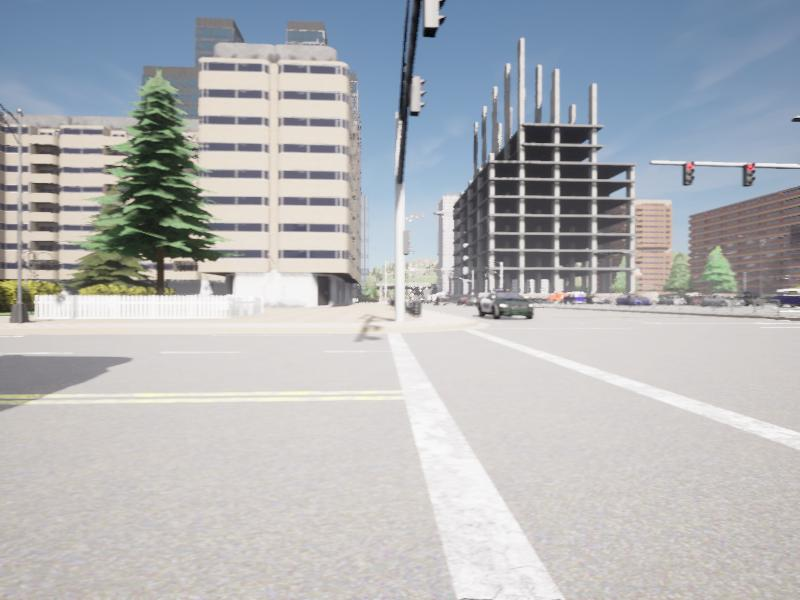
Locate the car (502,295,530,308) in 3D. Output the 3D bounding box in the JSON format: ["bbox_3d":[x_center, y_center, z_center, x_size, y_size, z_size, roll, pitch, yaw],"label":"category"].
[{"bbox_3d":[14.588,0.181,50.699,1.882,1.535,5.008,0,0,-3],"label":"car"}]

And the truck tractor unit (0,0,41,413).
[{"bbox_3d":[-6.538,-1.139,2.039,6.516,4.208,3.053,0,0,-3],"label":"truck tractor unit"}]

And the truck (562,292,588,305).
[{"bbox_3d":[28.021,-0.236,64.236,2.069,2.038,4.478,0,0,-3],"label":"truck"}]

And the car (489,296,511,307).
[{"bbox_3d":[14.234,0.220,57.165,1.812,1.442,4.674,0,0,-3],"label":"car"}]

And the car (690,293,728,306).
[{"bbox_3d":[45.308,-0.110,58.771,1.932,1.855,4.605,0,0,-3],"label":"car"}]

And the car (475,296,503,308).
[{"bbox_3d":[11.102,0.205,50.323,2.163,1.488,4.792,0,0,-3],"label":"car"}]

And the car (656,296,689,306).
[{"bbox_3d":[39.739,0.125,58.440,1.970,1.475,3.806,0,0,-3],"label":"car"}]

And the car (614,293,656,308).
[{"bbox_3d":[28.795,0.048,49.212,2.242,1.667,4.611,0,0,-3],"label":"car"}]

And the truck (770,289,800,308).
[{"bbox_3d":[43.406,-0.189,43.537,2.069,2.038,4.478,0,0,-3],"label":"truck"}]

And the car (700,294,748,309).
[{"bbox_3d":[34.738,0.136,43.067,1.970,1.475,3.806,0,0,-3],"label":"car"}]

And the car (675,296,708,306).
[{"bbox_3d":[42.630,0.097,58.585,1.784,1.438,3.905,0,0,-3],"label":"car"}]

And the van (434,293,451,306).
[{"bbox_3d":[6.824,-0.098,64.662,2.069,2.038,4.480,0,0,-3],"label":"van"}]

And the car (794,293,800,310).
[{"bbox_3d":[35.304,0.143,32.056,2.033,1.415,5.357,0,0,-3],"label":"car"}]

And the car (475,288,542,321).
[{"bbox_3d":[5.631,0.206,21.484,2.038,1.542,4.974,0,0,-2],"label":"car"}]

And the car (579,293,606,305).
[{"bbox_3d":[30.909,-0.137,64.452,1.932,1.855,4.605,0,0,-3],"label":"car"}]
